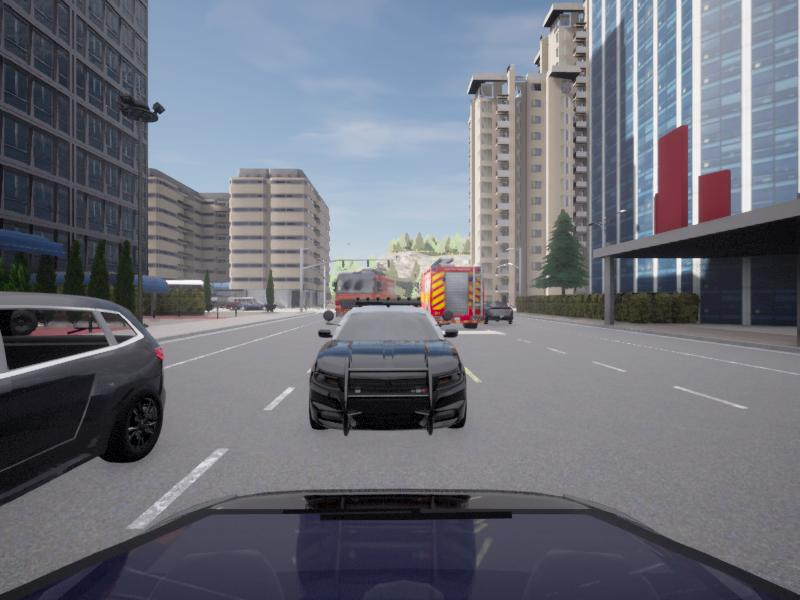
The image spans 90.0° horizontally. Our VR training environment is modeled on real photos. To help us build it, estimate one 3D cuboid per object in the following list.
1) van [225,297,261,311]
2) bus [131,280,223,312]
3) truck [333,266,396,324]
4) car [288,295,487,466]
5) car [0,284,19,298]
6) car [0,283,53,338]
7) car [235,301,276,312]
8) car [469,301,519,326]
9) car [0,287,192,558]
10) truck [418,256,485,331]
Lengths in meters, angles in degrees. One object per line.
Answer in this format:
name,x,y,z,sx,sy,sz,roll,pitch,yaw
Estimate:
van,-22.666,0.598,57.894,4.442,1.987,1.775,0,0,-1
bus,-30.146,-0.535,54.401,10.273,4.253,3.944,0,0,-1
truck,-2.419,-0.321,30.977,2.891,3.827,8.468,0,0,9
car,-0.189,0.771,6.483,1.930,1.638,5.238,0,0,-2
car,-16.357,-0.347,15.659,1.750,0.535,1.642,0,0,29
car,-17.017,0.402,14.472,2.390,2.098,6.274,0,0,29
car,-19.635,0.851,54.438,4.792,1.488,2.163,0,0,-1
car,6.286,0.836,27.390,2.128,1.511,4.902,0,0,-2
car,-3.586,0.756,2.516,2.242,1.667,4.611,0,0,-1
truck,2.854,-0.321,24.811,2.891,3.827,8.468,0,0,-1
